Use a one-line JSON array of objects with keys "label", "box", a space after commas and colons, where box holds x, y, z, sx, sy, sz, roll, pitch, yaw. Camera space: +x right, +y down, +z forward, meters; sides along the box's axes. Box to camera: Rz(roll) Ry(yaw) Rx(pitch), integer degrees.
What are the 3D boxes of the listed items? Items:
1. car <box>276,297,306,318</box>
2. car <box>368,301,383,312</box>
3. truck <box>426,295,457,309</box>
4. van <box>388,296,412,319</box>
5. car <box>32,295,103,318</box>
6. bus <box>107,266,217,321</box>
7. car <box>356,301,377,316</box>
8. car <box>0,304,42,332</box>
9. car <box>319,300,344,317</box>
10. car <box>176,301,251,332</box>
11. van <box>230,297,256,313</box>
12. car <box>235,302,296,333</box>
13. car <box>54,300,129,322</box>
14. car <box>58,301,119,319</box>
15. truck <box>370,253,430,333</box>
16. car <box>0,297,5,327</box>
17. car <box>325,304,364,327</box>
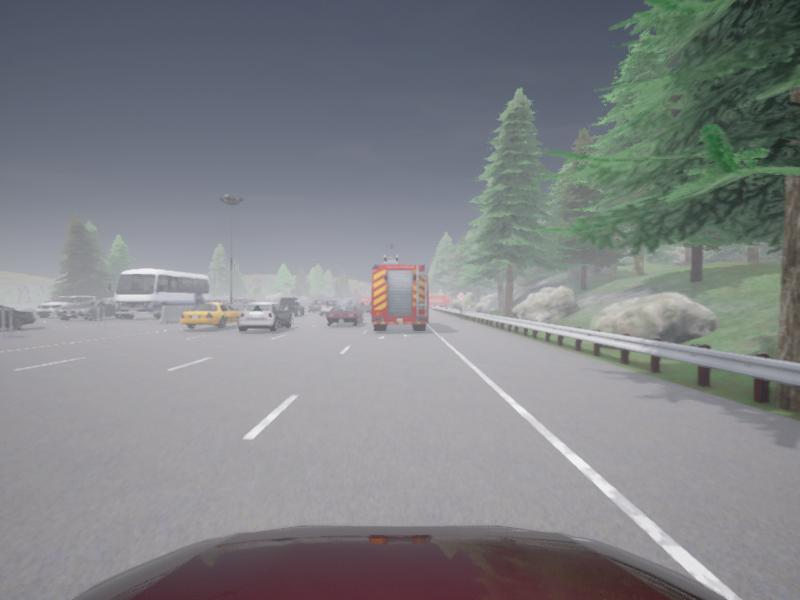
[{"label": "car", "box": [-10.513, 0.680, 38.773, 1.905, 1.878, 3.866, 0, 0, 0]}, {"label": "car", "box": [-3.531, 0.875, 58.127, 1.882, 1.535, 5.008, 0, 0, 0]}, {"label": "truck", "box": [7.296, 0.414, 70.773, 5.204, 2.467, 2.627, 0, 0, -1]}, {"label": "van", "box": [-0.010, 0.609, 37.507, 2.069, 2.038, 4.480, 0, 1, 0]}, {"label": "car", "box": [-31.514, 0.604, 38.244, 2.150, 2.045, 5.566, 0, 0, 0]}, {"label": "bus", "box": [-20.894, -0.501, 36.316, 3.944, 4.253, 10.273, 0, 0, 0]}, {"label": "car", "box": [-3.515, 0.866, 42.372, 1.845, 1.501, 3.633, 0, 0, 0]}, {"label": "car", "box": [-21.008, 0.912, 19.642, 2.033, 1.411, 5.357, 0, 0, 0]}, {"label": "car", "box": [-7.015, 0.825, 41.209, 1.851, 1.617, 3.988, 0, 0, 0]}, {"label": "car", "box": [-10.508, 0.822, 23.062, 1.801, 1.575, 5.366, 0, 0, 0]}, {"label": "van", "box": [-21.022, 0.648, 53.722, 1.775, 1.987, 4.442, 0, 0, 0]}, {"label": "car", "box": [-7.007, 0.872, 21.253, 1.970, 1.475, 3.806, 0, 0, 0]}, {"label": "car", "box": [-24.512, 0.808, 32.107, 2.152, 1.651, 5.027, 0, 0, 0]}, {"label": "car", "box": [-28.014, 0.861, 36.226, 2.007, 1.525, 4.514, 0, 0, 0]}, {"label": "truck", "box": [-0.002, -0.304, 23.530, 2.891, 3.827, 8.468, 0, 0, 0]}, {"label": "car", "box": [-24.508, 0.714, 21.451, 2.097, 1.767, 4.553, 0, 0, 0]}, {"label": "car", "box": [-3.510, 0.967, 26.224, 1.895, 1.301, 4.718, 0, 0, 0]}]
